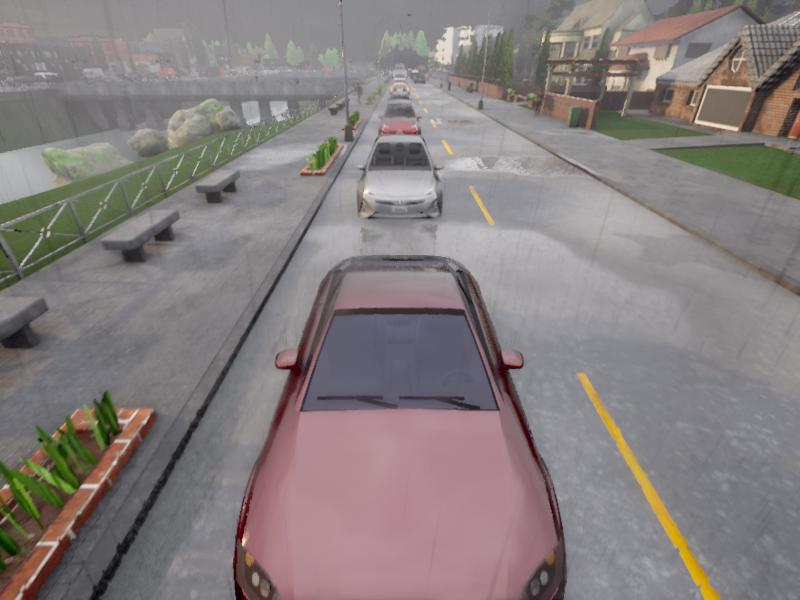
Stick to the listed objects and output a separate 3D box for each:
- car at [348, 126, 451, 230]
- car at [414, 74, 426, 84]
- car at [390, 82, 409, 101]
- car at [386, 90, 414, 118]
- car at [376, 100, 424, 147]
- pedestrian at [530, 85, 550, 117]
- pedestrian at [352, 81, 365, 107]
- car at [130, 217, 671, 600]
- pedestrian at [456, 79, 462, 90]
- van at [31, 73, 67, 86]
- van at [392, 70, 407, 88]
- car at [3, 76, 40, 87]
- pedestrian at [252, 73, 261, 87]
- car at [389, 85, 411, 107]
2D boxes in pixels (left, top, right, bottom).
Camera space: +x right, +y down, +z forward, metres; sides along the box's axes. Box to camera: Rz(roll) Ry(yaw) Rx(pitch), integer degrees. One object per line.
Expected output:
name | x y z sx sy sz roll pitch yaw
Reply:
car | -0.004 -3.285 10.110 2.007 1.525 4.514 0 30 0
car | 3.973 -44.562 80.705 2.242 1.667 4.611 0 30 0
car | -0.016 -21.833 41.825 1.882 1.535 5.008 0 30 0
car | -0.011 -13.879 28.283 1.816 1.474 4.193 0 30 0
car | -0.006 -8.496 19.023 2.007 1.525 4.514 0 30 0
pedestrian | 9.127 -12.996 26.137 0.751 1.860 0.751 2 30 3
pedestrian | -3.423 -17.118 33.185 0.751 1.860 0.751 10 32 16
car | -0.005 0.596 3.629 1.994 1.385 4.181 0 30 0
pedestrian | 8.468 -30.959 57.416 0.751 1.300 0.751 -1 30 -2
van | -61.708 -38.881 70.481 2.069 2.038 4.480 0 30 0
van | -0.024 -36.473 65.976 2.351 2.431 6.366 0 30 0
car | -65.707 -38.049 69.584 1.837 1.490 4.892 0 30 0
pedestrian | -22.359 -34.413 62.494 0.751 1.860 0.751 2 30 4
car | -0.014 -18.327 35.834 1.845 1.501 3.633 0 30 0
